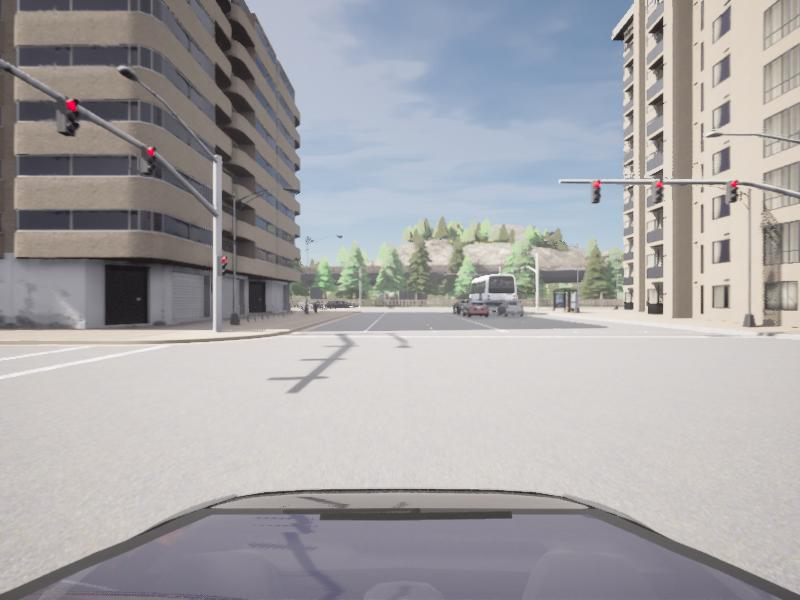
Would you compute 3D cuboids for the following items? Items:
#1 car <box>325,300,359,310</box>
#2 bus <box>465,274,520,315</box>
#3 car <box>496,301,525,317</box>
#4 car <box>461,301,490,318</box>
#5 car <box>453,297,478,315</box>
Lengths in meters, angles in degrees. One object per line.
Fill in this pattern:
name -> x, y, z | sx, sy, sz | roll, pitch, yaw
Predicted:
car -> -8.769, 0.769, 60.676 | 4.892, 1.490, 1.837 | 0, 0, 1
bus -> 10.378, -0.551, 46.292 | 3.944, 4.253, 10.273 | 0, 0, 0
car -> 10.506, 0.813, 38.262 | 1.845, 1.501, 3.633 | 0, 0, 0
car -> 6.996, 0.840, 37.232 | 1.970, 1.475, 3.806 | 0, 0, 0
car -> 6.999, 0.637, 43.251 | 1.932, 1.855, 4.605 | 0, 0, 0
